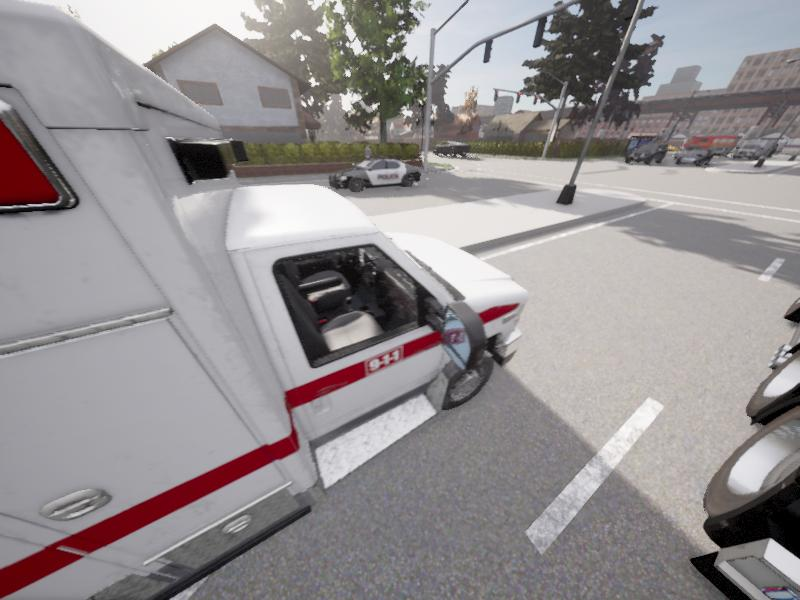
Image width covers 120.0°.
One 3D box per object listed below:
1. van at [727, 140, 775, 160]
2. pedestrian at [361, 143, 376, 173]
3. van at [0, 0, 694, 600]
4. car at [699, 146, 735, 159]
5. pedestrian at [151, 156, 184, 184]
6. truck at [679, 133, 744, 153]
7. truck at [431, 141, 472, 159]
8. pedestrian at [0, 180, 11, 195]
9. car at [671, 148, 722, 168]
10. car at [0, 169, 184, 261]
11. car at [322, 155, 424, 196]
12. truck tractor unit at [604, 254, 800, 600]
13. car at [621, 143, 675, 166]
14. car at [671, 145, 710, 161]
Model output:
[{"bbox_3d":[54.197,-23.147,35.662,6.366,2.431,2.351,-18,39,-25],"label":"van"},{"bbox_3d":[-2.416,-10.870,17.674,0.751,1.860,0.751,-23,41,-29],"label":"pedestrian"},{"bbox_3d":[-1.899,0.313,1.407,6.366,2.431,2.351,-17,38,-24],"label":"van"},{"bbox_3d":[53.091,-24.752,38.664,5.027,1.651,2.152,-18,39,-24],"label":"car"},{"bbox_3d":[-12.903,-7.261,12.879,0.751,1.300,0.751,-21,40,-27],"label":"pedestrian"},{"bbox_3d":[76.870,-38.984,57.411,2.891,3.827,8.468,-18,39,-24],"label":"truck"},{"bbox_3d":[7.793,-23.272,35.700,2.390,2.098,6.274,-18,39,-25],"label":"truck"},{"bbox_3d":[-18.214,-5.484,9.785,0.751,1.860,0.751,-18,39,-24],"label":"pedestrian"},{"bbox_3d":[33.075,-15.919,25.772,4.856,1.649,2.033,-18,39,-24],"label":"car"},{"bbox_3d":[-8.806,-2.222,5.783,4.514,1.525,2.007,-18,39,-25],"label":"car"},{"bbox_3d":[-1.355,-6.944,12.641,4.974,1.542,2.038,-18,39,-25],"label":"car"},{"bbox_3d":[5.090,-0.321,0.813,6.516,4.208,3.053,-19,39,-25],"label":"truck tractor unit"},{"bbox_3d":[29.073,-17.116,27.092,5.566,2.045,2.150,-18,39,-24],"label":"car"},{"bbox_3d":[41.779,-21.187,33.216,4.605,1.855,1.932,-17,39,-25],"label":"car"}]
